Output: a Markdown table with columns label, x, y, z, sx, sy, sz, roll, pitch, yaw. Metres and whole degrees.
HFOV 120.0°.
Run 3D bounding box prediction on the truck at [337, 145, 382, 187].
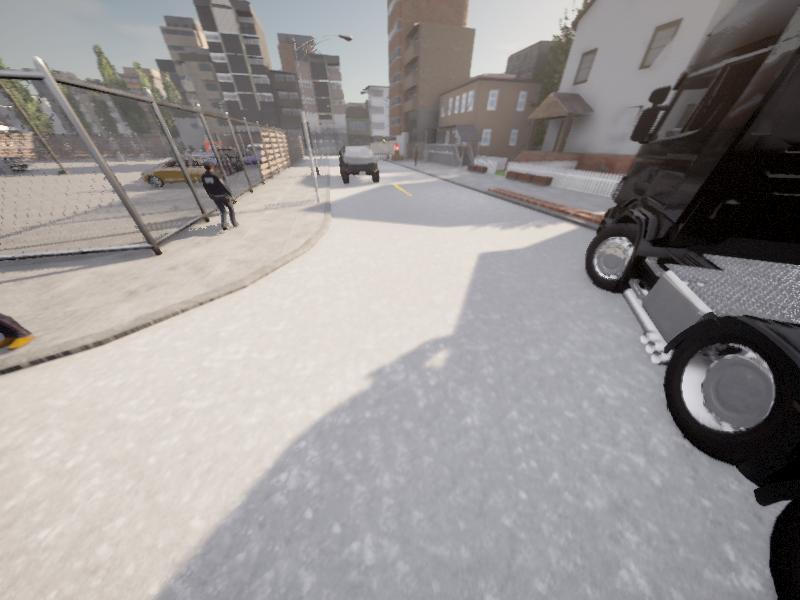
| label | x | y | z | sx | sy | sz | roll | pitch | yaw |
| --- | --- | --- | --- | --- | --- | --- | --- | --- | --- |
| truck | -3.076 | -9.827 | 16.604 | 2.390 | 2.098 | 6.274 | -8 | 35 | -12 |

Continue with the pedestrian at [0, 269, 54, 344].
| label | x | y | z | sx | sy | sz | roll | pitch | yaw |
| --- | --- | --- | --- | --- | --- | --- | --- | --- | --- |
| pedestrian | -5.592 | -0.295 | 2.656 | 0.751 | 1.860 | 0.751 | 3 | 34 | 5 |

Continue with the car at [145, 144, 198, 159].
| label | x | y | z | sx | sy | sz | roll | pitch | yaw |
| --- | --- | --- | --- | --- | --- | --- | --- | --- | --- |
| car | -38.053 | -24.836 | 38.642 | 5.566 | 2.045 | 2.150 | -8 | 35 | -12 |

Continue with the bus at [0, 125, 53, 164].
| label | x | y | z | sx | sy | sz | roll | pitch | yaw |
| --- | --- | --- | --- | --- | --- | --- | --- | --- | --- |
| bus | -54.389 | -20.379 | 30.203 | 3.944 | 4.253 | 10.273 | -9 | 36 | -13 |

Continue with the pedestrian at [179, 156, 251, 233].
| label | x | y | z | sx | sy | sz | roll | pitch | yaw |
| --- | --- | --- | --- | --- | --- | --- | --- | --- | --- |
| pedestrian | -5.099 | -2.947 | 6.532 | 0.751 | 1.860 | 0.751 | -3 | 35 | -5 |

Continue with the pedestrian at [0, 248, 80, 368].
| label | x | y | z | sx | sy | sz | roll | pitch | yaw |
| --- | --- | --- | --- | --- | --- | --- | --- | --- | --- |
| pedestrian | -5.016 | -0.202 | 2.519 | 0.751 | 1.860 | 0.751 | 3 | 34 | 5 |

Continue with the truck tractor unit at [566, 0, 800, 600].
| label | x | y | z | sx | sy | sz | roll | pitch | yaw |
| --- | --- | --- | --- | --- | --- | --- | --- | --- | --- |
| truck tractor unit | 4.189 | -0.760 | 1.461 | 3.053 | 4.208 | 6.516 | 14 | 37 | 18 |
